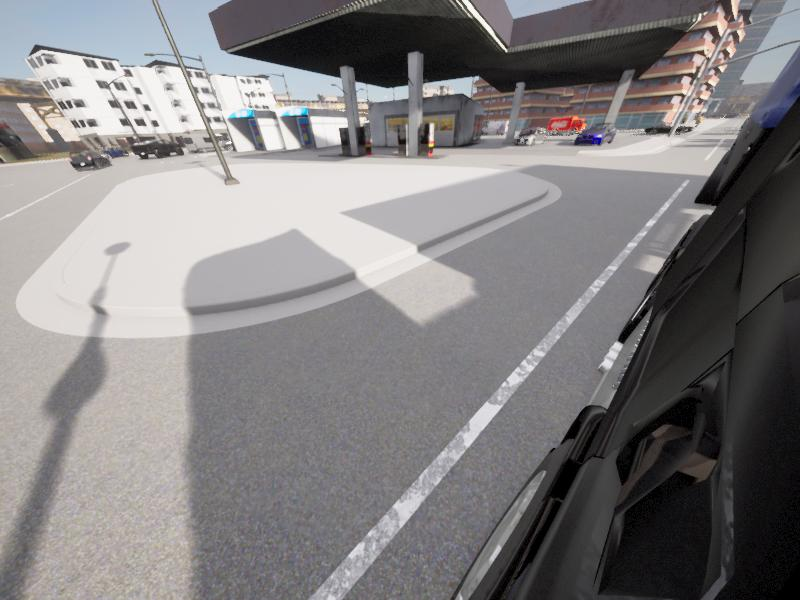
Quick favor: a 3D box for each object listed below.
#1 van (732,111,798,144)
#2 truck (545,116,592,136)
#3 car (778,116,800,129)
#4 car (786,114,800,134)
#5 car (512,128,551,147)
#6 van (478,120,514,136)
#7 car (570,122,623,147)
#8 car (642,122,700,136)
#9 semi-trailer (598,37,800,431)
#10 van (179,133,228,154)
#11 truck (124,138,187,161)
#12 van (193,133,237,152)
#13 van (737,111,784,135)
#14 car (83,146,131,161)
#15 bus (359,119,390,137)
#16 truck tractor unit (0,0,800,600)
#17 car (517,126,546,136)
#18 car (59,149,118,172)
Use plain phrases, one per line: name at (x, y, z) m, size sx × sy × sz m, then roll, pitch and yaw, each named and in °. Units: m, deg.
van at (30.626, -14.602, 19.527) m, size 4.480 × 2.038 × 2.069 m, roll -29°, pitch 44°, yaw -30°
truck at (27.409, -28.432, 37.853) m, size 2.627 × 2.467 × 5.204 m, roll -29°, pitch 44°, yaw -31°
car at (54.127, -24.285, 31.616) m, size 4.718 × 1.301 × 1.895 m, roll -29°, pitch 44°, yaw -30°
car at (44.315, -19.201, 24.940) m, size 3.866 × 1.878 × 1.905 m, roll -29°, pitch 44°, yaw -30°
car at (14.237, -17.685, 25.055) m, size 3.806 × 1.475 × 1.970 m, roll -28°, pitch 44°, yaw -30°
van at (20.125, -36.305, 48.861) m, size 2.351 × 2.431 × 6.366 m, roll -29°, pitch 44°, yaw -31°
car at (18.542, -15.625, 21.764) m, size 4.611 × 1.667 × 2.242 m, roll -28°, pitch 44°, yaw -30°
car at (35.647, -22.635, 30.569) m, size 1.895 × 1.301 × 4.718 m, roll -29°, pitch 44°, yaw -31°
semi-trailer at (8.663, -3.630, 4.259) m, size 14.254 × 4.402 × 2.717 m, roll -29°, pitch 44°, yaw -30°
van at (-32.059, -25.838, 38.054) m, size 1.988 × 2.561 × 5.915 m, roll 4°, pitch 37°, yaw 9°
truck at (-32.887, -20.638, 31.525) m, size 2.390 × 2.098 × 6.274 m, roll -5°, pitch 37°, yaw -3°
van at (-33.986, -29.323, 42.832) m, size 1.988 × 2.561 × 5.915 m, roll 10°, pitch 39°, yaw 16°
van at (41.043, -20.241, 26.416) m, size 4.480 × 2.038 × 2.069 m, roll -28°, pitch 44°, yaw -31°
car at (-43.261, -21.816, 34.268) m, size 1.970 × 1.475 × 3.806 m, roll 1°, pitch 37°, yaw 4°
bus at (-8.304, -55.321, 74.480) m, size 3.944 × 4.253 × 10.273 m, roll -30°, pitch 44°, yaw -31°
truck tractor unit at (2.645, -0.295, 0.351) m, size 6.516 × 4.208 × 3.053 m, roll -28°, pitch 44°, yaw -30°
car at (25.285, -32.546, 44.399) m, size 1.994 × 1.385 × 4.181 m, roll -29°, pitch 44°, yaw -30°
car at (-30.179, -13.701, 22.558) m, size 1.845 × 1.501 × 3.633 m, roll -18°, pitch 39°, yaw -19°
